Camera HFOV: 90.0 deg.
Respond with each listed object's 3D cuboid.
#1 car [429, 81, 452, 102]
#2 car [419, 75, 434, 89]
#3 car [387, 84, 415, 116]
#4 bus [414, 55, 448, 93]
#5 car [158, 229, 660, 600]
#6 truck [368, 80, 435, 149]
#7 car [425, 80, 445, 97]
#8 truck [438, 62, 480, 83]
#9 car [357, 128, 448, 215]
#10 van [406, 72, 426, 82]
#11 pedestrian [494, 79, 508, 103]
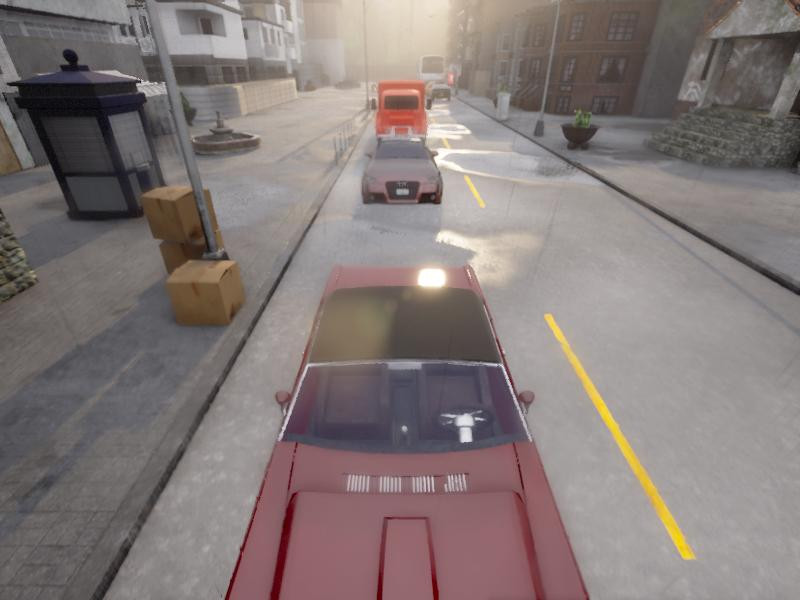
[{"bbox_3d":[4.109,-21.688,41.501,1.930,1.638,5.238,0,30,0],"label":"car"},{"bbox_3d":[4.154,-35.128,64.348,2.097,1.767,4.553,0,30,0],"label":"car"},{"bbox_3d":[0.083,-14.669,29.241,1.905,1.878,3.866,0,30,0],"label":"car"},{"bbox_3d":[4.019,-31.219,55.224,3.944,4.253,10.273,0,30,0],"label":"bus"},{"bbox_3d":[0.034,0.878,3.236,1.895,1.301,4.718,0,30,0],"label":"car"},{"bbox_3d":[0.062,-8.716,18.487,2.627,2.467,5.204,0,30,0],"label":"truck"},{"bbox_3d":[4.122,-25.370,47.904,1.882,1.535,5.008,0,30,0],"label":"car"},{"bbox_3d":[12.662,-49.292,86.568,8.468,3.827,2.891,0,30,0],"label":"truck"},{"bbox_3d":[0.040,-3.676,10.946,1.994,1.385,4.181,0,30,-1],"label":"car"},{"bbox_3d":[3.504,-50.529,90.511,4.442,1.987,1.775,0,30,0],"label":"van"},{"bbox_3d":[9.299,-19.254,36.863,0.751,1.860,0.751,-4,31,-7],"label":"pedestrian"}]
